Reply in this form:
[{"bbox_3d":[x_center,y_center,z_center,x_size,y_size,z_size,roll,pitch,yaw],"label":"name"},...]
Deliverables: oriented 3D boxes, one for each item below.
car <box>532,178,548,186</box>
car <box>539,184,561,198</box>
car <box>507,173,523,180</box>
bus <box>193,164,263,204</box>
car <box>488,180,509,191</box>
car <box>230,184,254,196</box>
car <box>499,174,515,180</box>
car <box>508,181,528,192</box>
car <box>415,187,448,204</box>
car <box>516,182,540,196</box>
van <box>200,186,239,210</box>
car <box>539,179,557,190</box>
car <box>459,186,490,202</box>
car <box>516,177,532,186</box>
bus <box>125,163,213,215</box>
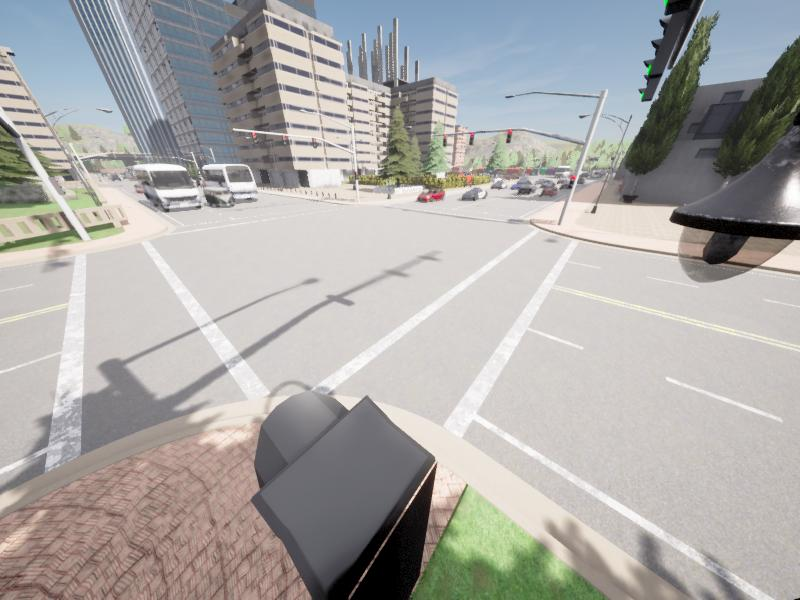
[{"bbox_3d":[34.434,-28.917,56.647,2.128,1.511,4.902,23,37,34],"label":"car"},{"bbox_3d":[22.887,-16.653,35.281,1.789,1.549,3.705,23,37,34],"label":"car"},{"bbox_3d":[40.890,-43.949,82.252,4.605,1.855,1.932,23,37,34],"label":"car"},{"bbox_3d":[-23.750,-16.179,31.775,10.273,4.253,3.944,23,37,34],"label":"bus"},{"bbox_3d":[19.826,-23.005,46.260,2.038,1.542,4.974,23,37,34],"label":"car"},{"bbox_3d":[-26.291,-18.410,38.418,4.193,1.474,1.816,23,37,34],"label":"car"},{"bbox_3d":[37.452,-42.958,80.875,4.611,1.667,2.242,23,37,34],"label":"car"},{"bbox_3d":[22.993,-22.109,44.846,2.007,1.525,4.514,23,37,34],"label":"car"},{"bbox_3d":[4.201,-13.723,30.247,2.007,1.525,4.514,24,38,35],"label":"car"},{"bbox_3d":[21.153,-18.373,38.189,1.930,1.638,5.238,23,37,34],"label":"car"},{"bbox_3d":[-20.334,-11.529,25.990,4.442,1.987,1.775,22,37,34],"label":"van"},{"bbox_3d":[30.949,-24.209,48.290,2.033,1.649,4.856,23,37,34],"label":"car"},{"bbox_3d":[10.255,-14.559,31.692,2.038,1.542,4.974,23,37,34],"label":"car"},{"bbox_3d":[31.067,-29.721,57.838,2.033,1.649,4.856,23,37,34],"label":"car"},{"bbox_3d":[-25.271,-12.382,25.199,10.273,4.253,3.944,22,37,33],"label":"bus"}]
